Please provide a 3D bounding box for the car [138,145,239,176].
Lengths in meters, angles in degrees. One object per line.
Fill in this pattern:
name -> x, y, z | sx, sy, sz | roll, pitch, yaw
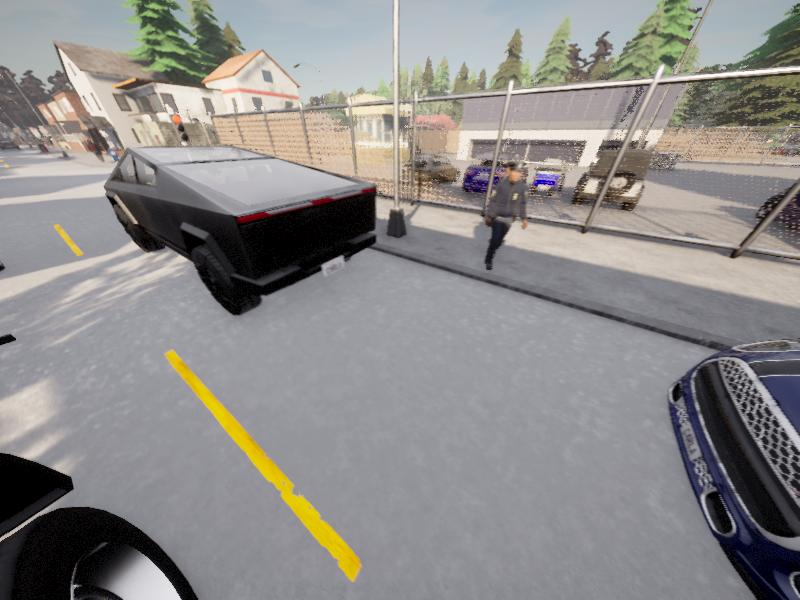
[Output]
car -> -15.862, -10.833, 17.729 | 1.930, 1.638, 5.238 | 25, 42, 31

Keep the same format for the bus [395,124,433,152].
bus -> 2.559, -33.969, 48.422 | 3.944, 4.253, 10.273 | -12, 38, -17

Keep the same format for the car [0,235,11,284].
car -> -9.650, -1.133, 4.249 | 4.181, 1.385, 1.994 | 22, 40, 27

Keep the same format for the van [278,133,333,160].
van -> -11.414, -18.990, 28.567 | 1.988, 2.561, 5.915 | 22, 41, 28

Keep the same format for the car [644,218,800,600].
car -> 4.171, 1.358, 0.463 | 4.553, 1.767, 2.097 | 22, 40, 27

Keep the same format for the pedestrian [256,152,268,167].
pedestrian -> -12.335, -12.583, 20.672 | 0.500, 1.100, 0.500 | 18, 39, 23

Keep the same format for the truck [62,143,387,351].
truck -> -3.526, -1.795, 4.608 | 6.274, 2.098, 2.390 | 22, 40, 27

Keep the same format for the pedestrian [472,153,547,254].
pedestrian -> 2.288, -2.084, 5.052 | 0.751, 1.860, 0.751 | -21, 40, -27

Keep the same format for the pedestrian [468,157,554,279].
pedestrian -> 1.786, -1.389, 4.061 | 0.751, 1.860, 0.751 | 4, 35, 5

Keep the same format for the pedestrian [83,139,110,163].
pedestrian -> -28.269, -13.877, 21.517 | 0.751, 1.860, 0.751 | 28, 44, 34

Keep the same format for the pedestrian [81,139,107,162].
pedestrian -> -29.960, -14.662, 22.616 | 0.751, 1.860, 0.751 | 27, 43, 32
